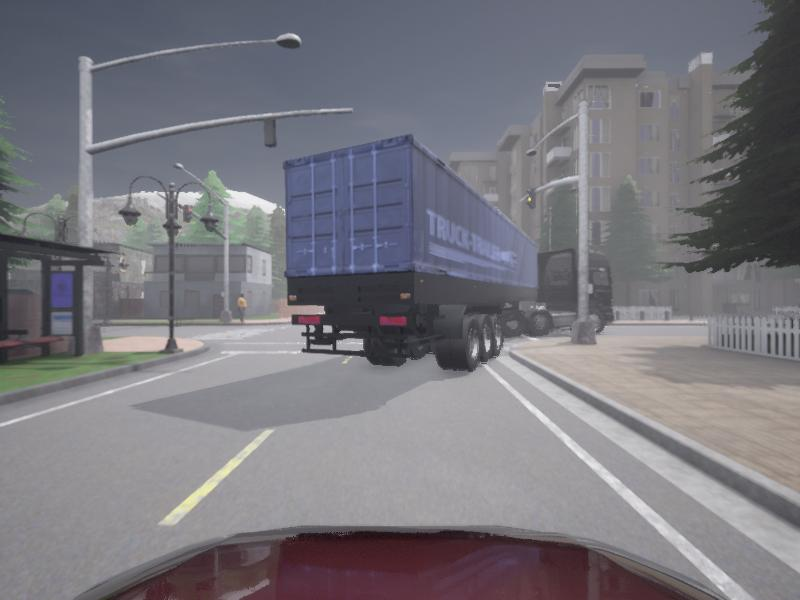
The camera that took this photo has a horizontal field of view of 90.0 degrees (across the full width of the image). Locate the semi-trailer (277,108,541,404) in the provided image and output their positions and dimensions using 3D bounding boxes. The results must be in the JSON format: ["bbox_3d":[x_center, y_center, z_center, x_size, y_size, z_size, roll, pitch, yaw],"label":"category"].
[{"bbox_3d":[2.205,-0.616,12.924,2.717,4.402,14.254,-1,-1,26],"label":"semi-trailer"}]

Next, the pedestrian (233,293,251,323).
[{"bbox_3d":[-9.991,0.485,25.322,0.751,1.860,0.751,0,0,9],"label":"pedestrian"}]

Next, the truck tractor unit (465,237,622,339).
[{"bbox_3d":[6.701,-0.496,18.901,6.516,4.208,3.053,0,0,-19],"label":"truck tractor unit"}]
